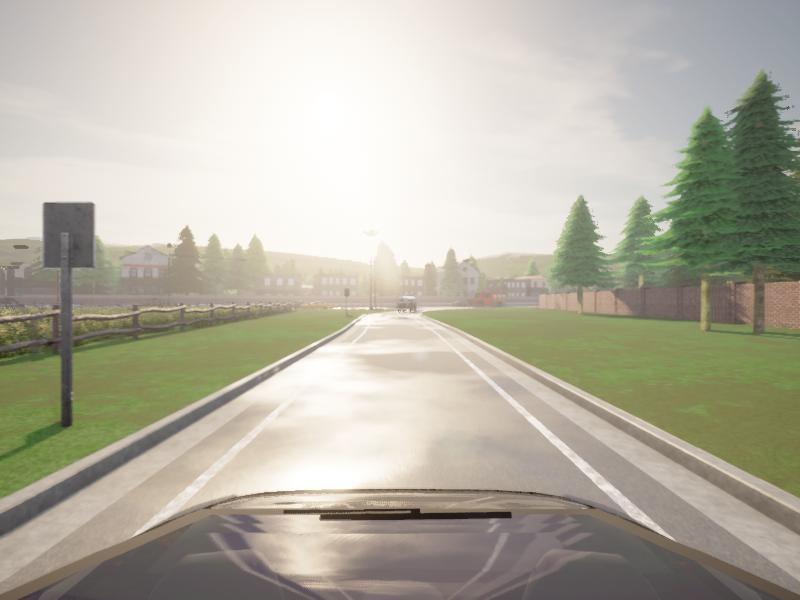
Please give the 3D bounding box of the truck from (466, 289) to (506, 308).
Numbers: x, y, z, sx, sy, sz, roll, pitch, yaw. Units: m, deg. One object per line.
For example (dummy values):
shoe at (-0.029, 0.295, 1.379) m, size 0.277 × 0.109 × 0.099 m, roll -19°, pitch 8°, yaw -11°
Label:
truck at (18.885, -0.308, 87.457) m, size 8.468 × 3.827 × 2.891 m, roll 0°, pitch 0°, yaw -25°

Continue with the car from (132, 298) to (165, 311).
car at (-36.285, 0.657, 57.795) m, size 3.866 × 1.878 × 1.905 m, roll 0°, pitch 0°, yaw -25°

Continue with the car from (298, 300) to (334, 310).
car at (-13.500, 0.813, 64.583) m, size 5.366 × 1.575 × 1.801 m, roll 0°, pitch 0°, yaw -25°

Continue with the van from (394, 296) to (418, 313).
van at (0.854, 0.582, 50.753) m, size 2.069 × 2.038 × 4.480 m, roll 0°, pitch 0°, yaw 15°

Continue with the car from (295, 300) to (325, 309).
car at (-16.121, 0.836, 71.685) m, size 5.008 × 1.535 × 1.882 m, roll 0°, pitch 0°, yaw -25°
